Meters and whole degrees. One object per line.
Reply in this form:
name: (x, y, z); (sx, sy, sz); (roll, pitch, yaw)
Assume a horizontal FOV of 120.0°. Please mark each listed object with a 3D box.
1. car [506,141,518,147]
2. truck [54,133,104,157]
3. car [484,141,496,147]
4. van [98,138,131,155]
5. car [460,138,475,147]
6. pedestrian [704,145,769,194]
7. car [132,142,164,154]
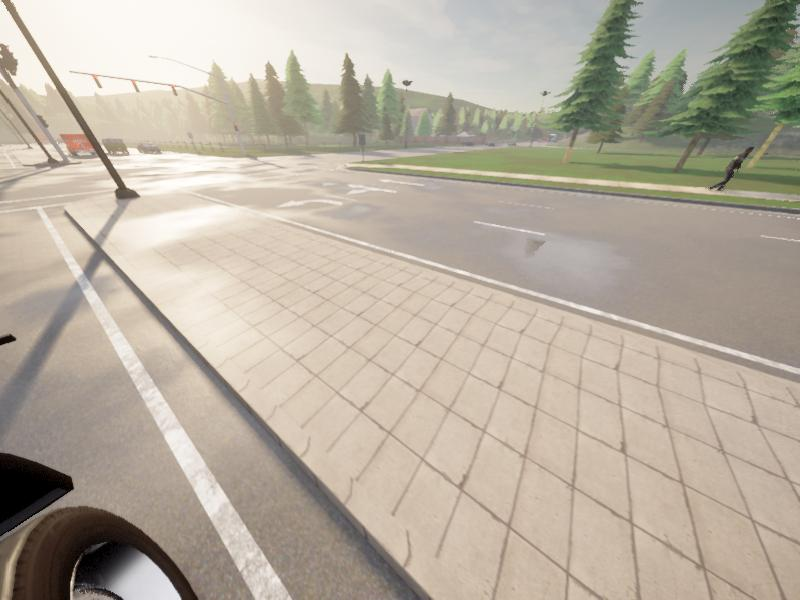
car: (35.280, -49.262, 72.835); (2.128, 1.511, 4.902); (23, 41, 28)
truck: (-43.413, -21.005, 31.246); (5.204, 2.467, 2.627); (23, 41, 28)
car: (26.352, -45.623, 67.550); (1.837, 1.490, 4.892); (23, 41, 28)
van: (-42.466, -22.888, 34.334); (4.442, 1.987, 1.775); (22, 41, 28)
car: (20.651, -48.202, 70.700); (2.150, 2.045, 5.566); (23, 41, 28)
pedestrian: (15.309, -5.993, 10.611); (0.751, 1.860, 0.751); (22, 41, 28)
car: (-39.870, -24.054, 36.518); (5.357, 1.411, 2.033); (22, 41, 28)
